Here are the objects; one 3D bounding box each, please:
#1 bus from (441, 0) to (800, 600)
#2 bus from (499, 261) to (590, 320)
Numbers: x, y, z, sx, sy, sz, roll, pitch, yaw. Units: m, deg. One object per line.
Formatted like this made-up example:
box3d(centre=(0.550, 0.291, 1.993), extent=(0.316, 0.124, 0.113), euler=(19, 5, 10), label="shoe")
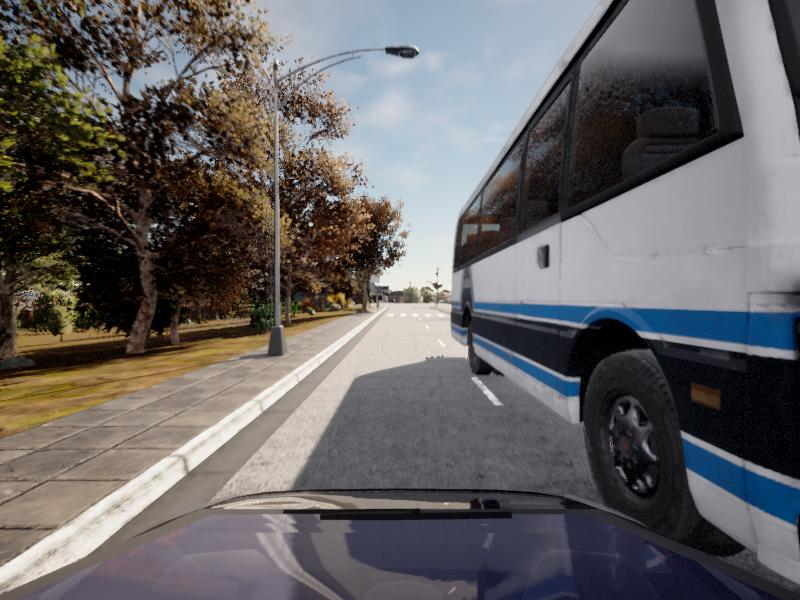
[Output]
box3d(centre=(3.120, -0.542, 6.100), extent=(3.944, 4.253, 10.273), euler=(0, 0, 0), label="bus")
box3d(centre=(11.693, -0.743, 33.958), extent=(3.944, 4.253, 10.273), euler=(0, 0, 0), label="bus")
